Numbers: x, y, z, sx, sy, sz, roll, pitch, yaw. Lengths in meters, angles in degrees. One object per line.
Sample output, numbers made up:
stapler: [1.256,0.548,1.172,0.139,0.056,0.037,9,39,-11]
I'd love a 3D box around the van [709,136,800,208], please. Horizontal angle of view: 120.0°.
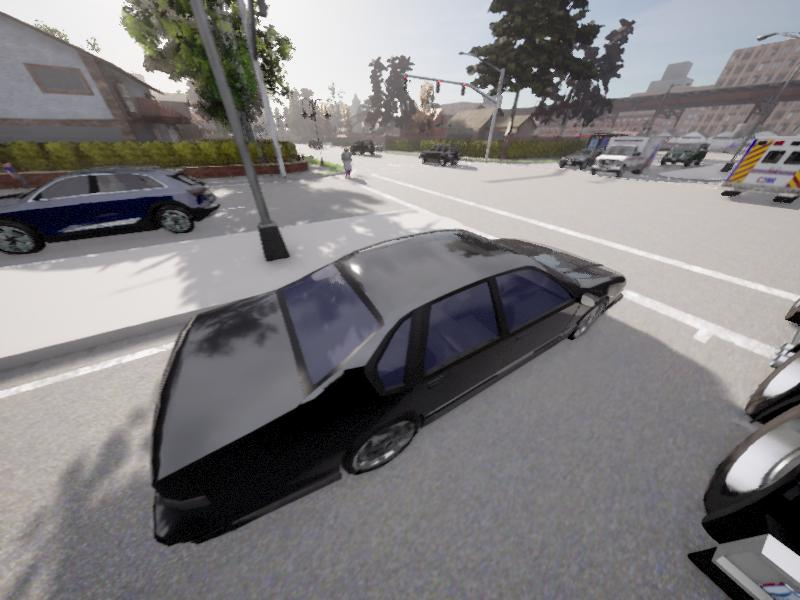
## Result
van: [18.433,-6.317,11.067,6.366,2.431,2.351,-18,39,-25]

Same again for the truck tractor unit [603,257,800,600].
truck tractor unit: [5.100,-0.312,0.794,6.516,4.208,3.053,-19,39,-25]

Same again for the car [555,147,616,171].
car: [17.438,-13.310,21.730,5.027,1.651,2.152,-18,39,-25]

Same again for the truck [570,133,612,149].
truck: [56.317,-47.130,68.383,2.891,3.827,8.468,-18,40,-24]

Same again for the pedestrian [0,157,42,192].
pedestrian: [-17.698,-5.752,10.547,0.751,1.300,0.751,-18,39,-24]

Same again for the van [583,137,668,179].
van: [17.395,-11.071,17.834,6.366,2.431,2.351,-22,41,-28]

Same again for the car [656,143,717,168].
car: [30.406,-15.446,24.543,5.566,2.045,2.150,-18,39,-24]

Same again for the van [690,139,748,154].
van: [66.673,-32.218,48.509,2.351,2.431,6.366,-18,39,-24]

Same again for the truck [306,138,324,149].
truck: [-21.225,-39.208,57.814,2.390,2.098,6.274,-19,39,-25]

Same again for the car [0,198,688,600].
car: [0.594,0.011,2.752,5.357,1.411,2.033,-18,39,-25]

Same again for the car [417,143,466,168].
car: [4.025,-14.683,23.317,1.932,1.855,4.605,-25,42,-29]

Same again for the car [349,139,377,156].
car: [-5.993,-24.424,36.954,2.150,2.045,5.566,-19,39,-25]

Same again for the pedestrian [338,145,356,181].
pedestrian: [-3.325,-8.642,14.600,0.751,1.860,0.751,-16,38,-22]

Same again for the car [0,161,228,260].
car: [-7.839,-2.614,6.201,4.856,1.649,2.033,-18,39,-25]
